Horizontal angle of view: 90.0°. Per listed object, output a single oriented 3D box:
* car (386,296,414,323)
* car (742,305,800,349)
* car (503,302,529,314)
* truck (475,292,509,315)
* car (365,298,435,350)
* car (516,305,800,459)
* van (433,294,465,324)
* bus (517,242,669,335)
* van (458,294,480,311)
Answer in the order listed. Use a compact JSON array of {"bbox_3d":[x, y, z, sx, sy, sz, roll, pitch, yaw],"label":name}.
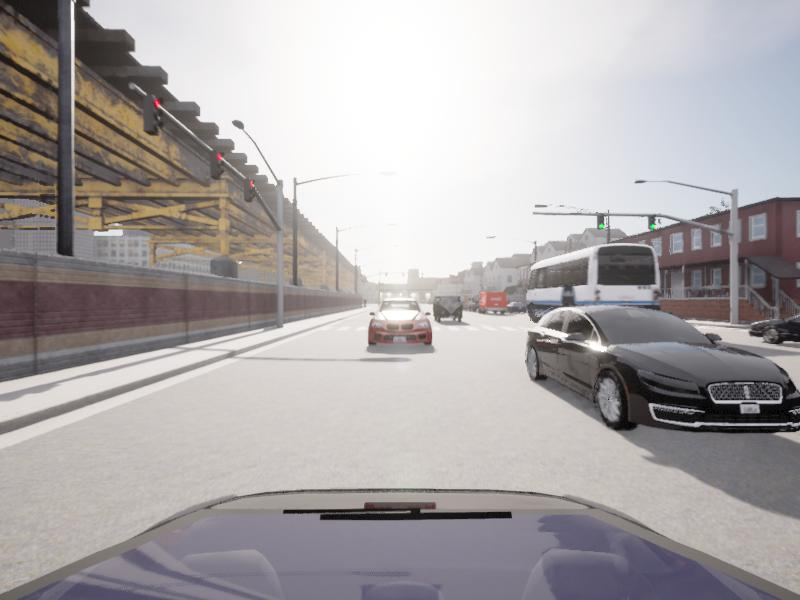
[{"bbox_3d":[-0.003,0.653,29.534,1.905,1.878,3.866,0,1,0],"label":"car"},{"bbox_3d":[14.003,0.899,12.505,2.033,1.411,5.357,0,0,0],"label":"car"},{"bbox_3d":[13.991,0.924,48.393,1.994,1.385,4.181,0,0,1],"label":"car"},{"bbox_3d":[10.500,0.369,46.136,2.627,2.467,5.204,0,0,0],"label":"truck"},{"bbox_3d":[0.000,0.760,15.160,2.242,1.667,4.611,0,0,0],"label":"car"},{"bbox_3d":[3.500,0.848,6.435,1.837,1.490,4.892,0,0,0],"label":"car"},{"bbox_3d":[3.500,0.608,29.356,1.775,1.987,4.442,0,0,0],"label":"van"},{"bbox_3d":[10.379,-0.526,23.493,3.944,4.253,10.273,0,0,0],"label":"bus"},{"bbox_3d":[10.501,0.398,61.331,2.351,2.431,6.366,0,0,0],"label":"van"}]
